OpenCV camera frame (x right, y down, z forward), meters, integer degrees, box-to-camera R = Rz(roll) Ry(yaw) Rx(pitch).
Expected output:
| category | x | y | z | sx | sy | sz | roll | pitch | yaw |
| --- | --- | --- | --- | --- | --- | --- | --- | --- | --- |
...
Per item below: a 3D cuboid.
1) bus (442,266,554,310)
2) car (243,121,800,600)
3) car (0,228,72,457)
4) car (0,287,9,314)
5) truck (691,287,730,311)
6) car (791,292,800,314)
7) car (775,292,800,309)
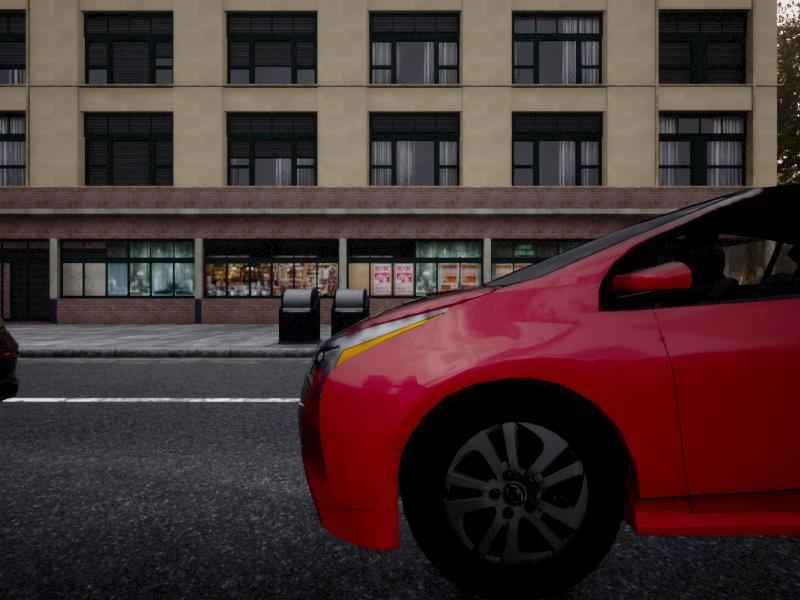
| category | x | y | z | sx | sy | sz | roll | pitch | yaw |
| --- | --- | --- | --- | --- | --- | --- | --- | --- | --- |
| bus | 9.592 | -1.135 | 40.268 | 10.273 | 4.253 | 3.944 | 0 | 0 | 0 |
| car | 1.791 | 0.228 | 2.195 | 4.514 | 1.525 | 2.007 | 0 | 0 | 0 |
| car | -4.859 | 0.270 | 2.172 | 4.674 | 1.442 | 1.812 | 0 | 0 | 0 |
| car | -28.587 | 0.052 | 25.917 | 1.932 | 1.855 | 4.605 | 0 | 0 | 0 |
| truck | 29.149 | -0.058 | 37.456 | 2.390 | 2.098 | 6.274 | -1 | 0 | 43 |
| car | 29.894 | 0.201 | 26.977 | 1.801 | 1.575 | 5.366 | 0 | 0 | -1 |
| car | 43.665 | 0.046 | 43.558 | 3.866 | 1.878 | 1.905 | 0 | 0 | 0 |
